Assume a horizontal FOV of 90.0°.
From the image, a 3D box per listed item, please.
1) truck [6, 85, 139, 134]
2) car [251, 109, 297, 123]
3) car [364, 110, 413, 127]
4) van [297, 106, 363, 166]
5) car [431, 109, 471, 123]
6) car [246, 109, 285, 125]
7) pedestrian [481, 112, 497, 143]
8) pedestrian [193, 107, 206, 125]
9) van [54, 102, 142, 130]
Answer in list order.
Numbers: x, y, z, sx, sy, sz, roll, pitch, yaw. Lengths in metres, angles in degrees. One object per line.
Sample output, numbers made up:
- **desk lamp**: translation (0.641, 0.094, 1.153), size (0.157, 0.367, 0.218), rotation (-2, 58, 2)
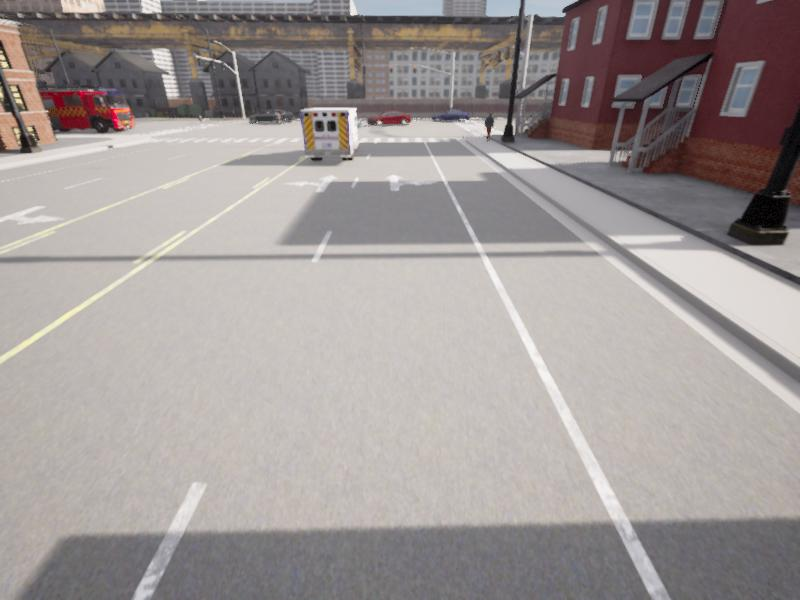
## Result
- **truck**: translation (-29.336, -17.281, 36.279), size (8.468, 3.827, 2.891), rotation (0, 27, 0)
- **car**: translation (-15.421, -22.653, 49.249), size (4.892, 1.490, 1.837), rotation (0, 27, 0)
- **car**: translation (-1.216, -19.695, 43.366), size (5.008, 1.535, 1.882), rotation (-14, 30, -25)
- **van**: translation (-3.484, -9.002, 21.550), size (2.351, 2.431, 6.366), rotation (0, 27, 0)
- **car**: translation (6.228, -22.663, 49.223), size (4.674, 1.442, 1.812), rotation (0, 27, 0)
- **car**: translation (-15.444, -21.084, 46.122), size (3.705, 1.549, 1.789), rotation (0, 27, 0)
- **pedestrian**: translation (5.858, -11.379, 26.377), size (0.751, 1.860, 0.751), rotation (1, 27, 1)
- **pedestrian**: translation (-22.931, -21.100, 45.796), size (0.751, 1.860, 0.751), rotation (1, 27, 2)
- **van**: translation (-29.881, -18.282, 39.764), size (6.366, 2.431, 2.351), rotation (0, 27, 1)
